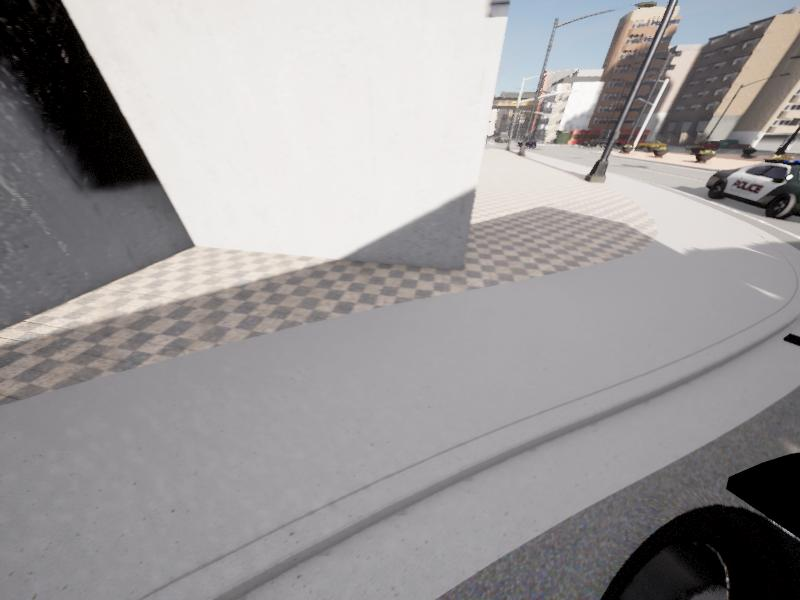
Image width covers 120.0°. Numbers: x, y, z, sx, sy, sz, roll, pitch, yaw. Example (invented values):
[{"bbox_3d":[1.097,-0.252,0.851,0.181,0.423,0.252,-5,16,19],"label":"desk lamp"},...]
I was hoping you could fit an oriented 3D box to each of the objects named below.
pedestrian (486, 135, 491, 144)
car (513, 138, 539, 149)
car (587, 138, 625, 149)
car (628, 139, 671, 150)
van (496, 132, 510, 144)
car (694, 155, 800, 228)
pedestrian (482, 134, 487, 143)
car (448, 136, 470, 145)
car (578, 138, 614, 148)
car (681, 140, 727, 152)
[{"bbox_3d":[21.798,-39.608,57.054,0.751,1.860,0.751,8,37,11],"label":"pedestrian"},{"bbox_3d":[23.122,-28.832,42.533,1.845,1.501,3.633,-14,39,-20],"label":"car"},{"bbox_3d":[41.134,-31.352,46.235,5.238,1.638,1.930,7,36,8],"label":"car"},{"bbox_3d":[48.663,-30.394,45.174,5.366,1.575,1.801,7,36,8],"label":"car"},{"bbox_3d":[28.372,-44.824,63.773,1.988,2.561,5.915,7,36,9],"label":"van"},{"bbox_3d":[13.713,-3.967,8.105,2.038,1.542,4.974,13,38,17],"label":"car"},{"bbox_3d":[22.354,-42.658,61.018,0.751,1.860,0.751,10,37,13],"label":"pedestrian"},{"bbox_3d":[14.205,-38.678,55.931,2.033,1.649,4.856,-22,42,-28],"label":"car"},{"bbox_3d":[41.515,-33.398,49.053,5.238,1.638,1.930,6,36,7],"label":"car"},{"bbox_3d":[57.585,-29.300,43.904,4.856,1.649,2.033,7,36,8],"label":"car"}]
